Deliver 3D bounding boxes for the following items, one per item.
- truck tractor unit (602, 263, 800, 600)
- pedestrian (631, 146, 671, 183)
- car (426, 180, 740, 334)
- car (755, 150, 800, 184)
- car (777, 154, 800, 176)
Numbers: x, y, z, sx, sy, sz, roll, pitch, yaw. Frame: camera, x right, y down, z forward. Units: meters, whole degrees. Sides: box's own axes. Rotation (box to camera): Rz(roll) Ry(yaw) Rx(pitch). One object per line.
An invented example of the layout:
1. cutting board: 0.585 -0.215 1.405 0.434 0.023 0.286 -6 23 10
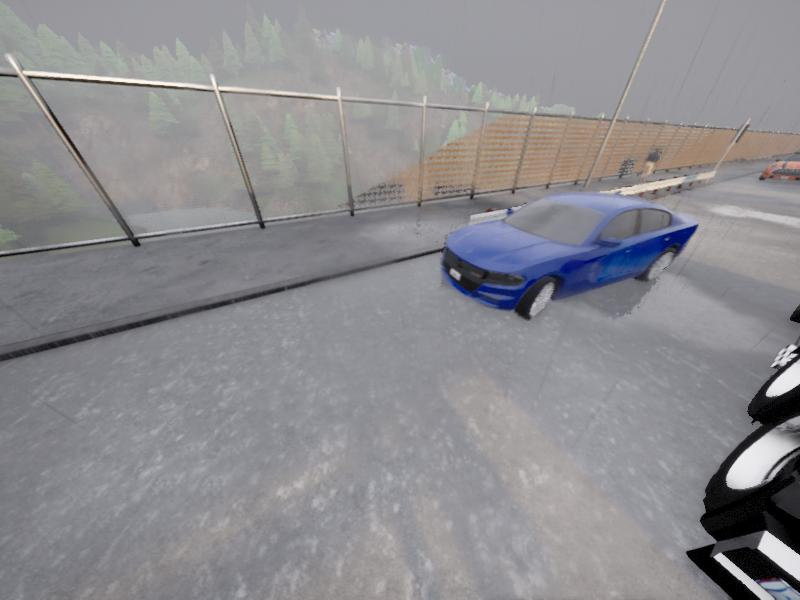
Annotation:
1. truck tractor unit: 5.109 -0.303 0.785 6.516 4.208 3.053 -18 39 -24
2. pedestrian: 15.440 -8.347 14.242 0.751 1.860 0.751 -17 39 -23
3. car: 3.205 -1.167 4.350 5.008 1.535 1.882 -13 36 -19
4. car: 27.153 -9.122 15.720 4.553 1.767 2.097 -18 39 -24
5. car: 33.489 -11.038 18.891 4.181 1.385 1.994 -18 39 -25
